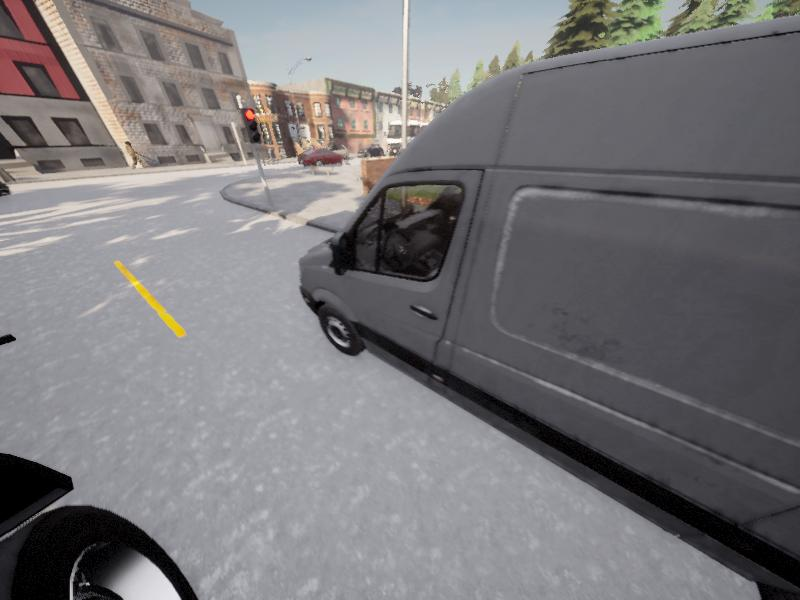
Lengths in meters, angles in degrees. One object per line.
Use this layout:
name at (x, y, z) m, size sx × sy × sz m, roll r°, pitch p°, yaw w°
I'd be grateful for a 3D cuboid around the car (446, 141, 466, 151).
car at (11.518, -31.450, 47.219) m, size 1.801 × 1.575 × 5.366 m, roll 23°, pitch 41°, yaw 28°

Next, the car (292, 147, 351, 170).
car at (-6.818, -12.688, 20.581) m, size 1.812 × 1.442 × 4.674 m, roll 22°, pitch 41°, yaw 28°

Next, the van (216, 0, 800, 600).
van at (1.414, -0.143, 1.920) m, size 5.915 × 2.561 × 1.988 m, roll 23°, pitch 41°, yaw 29°

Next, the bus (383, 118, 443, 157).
bus at (2.214, -24.951, 35.609) m, size 3.944 × 4.253 × 10.273 m, roll 23°, pitch 41°, yaw 28°

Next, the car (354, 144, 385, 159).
car at (-3.844, -19.101, 29.623) m, size 1.845 × 1.501 × 3.633 m, roll 22°, pitch 41°, yaw 28°

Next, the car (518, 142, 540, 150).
car at (34.070, -40.716, 61.042) m, size 4.514 × 1.525 × 2.007 m, roll 7°, pitch 36°, yaw 10°

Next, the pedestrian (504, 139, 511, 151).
pedestrian at (21.512, -31.150, 46.414) m, size 0.751 × 1.860 × 0.751 m, roll 9°, pitch 36°, yaw 12°

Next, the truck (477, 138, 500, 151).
truck at (19.320, -33.959, 50.391) m, size 2.390 × 2.098 × 6.274 m, roll 23°, pitch 41°, yaw 28°

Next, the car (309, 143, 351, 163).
car at (-7.543, -16.166, 25.363) m, size 1.851 × 1.617 × 3.988 m, roll 22°, pitch 41°, yaw 28°

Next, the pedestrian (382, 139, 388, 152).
pedestrian at (-2.694, -27.736, 41.450) m, size 0.751 × 1.860 × 0.751 m, roll 27°, pitch 43°, yaw 32°

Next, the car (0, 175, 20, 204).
car at (-17.849, -3.827, 7.842) m, size 1.882 × 1.535 × 5.008 m, roll 22°, pitch 41°, yaw 28°

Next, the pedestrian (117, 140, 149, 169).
pedestrian at (-20.248, -11.050, 17.558) m, size 0.751 × 1.860 × 0.751 m, roll 24°, pitch 42°, yaw 30°

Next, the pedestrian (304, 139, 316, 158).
pedestrian at (-10.914, -18.353, 27.993) m, size 0.751 × 1.860 × 0.751 m, roll 17°, pitch 38°, yaw 22°

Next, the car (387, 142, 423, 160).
car at (0.713, -18.866, 29.207) m, size 2.242 × 1.667 × 4.611 m, roll 23°, pitch 41°, yaw 28°

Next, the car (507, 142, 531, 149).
car at (33.173, -43.149, 64.406) m, size 5.366 × 1.575 × 1.801 m, roll 2°, pitch 35°, yaw 3°
